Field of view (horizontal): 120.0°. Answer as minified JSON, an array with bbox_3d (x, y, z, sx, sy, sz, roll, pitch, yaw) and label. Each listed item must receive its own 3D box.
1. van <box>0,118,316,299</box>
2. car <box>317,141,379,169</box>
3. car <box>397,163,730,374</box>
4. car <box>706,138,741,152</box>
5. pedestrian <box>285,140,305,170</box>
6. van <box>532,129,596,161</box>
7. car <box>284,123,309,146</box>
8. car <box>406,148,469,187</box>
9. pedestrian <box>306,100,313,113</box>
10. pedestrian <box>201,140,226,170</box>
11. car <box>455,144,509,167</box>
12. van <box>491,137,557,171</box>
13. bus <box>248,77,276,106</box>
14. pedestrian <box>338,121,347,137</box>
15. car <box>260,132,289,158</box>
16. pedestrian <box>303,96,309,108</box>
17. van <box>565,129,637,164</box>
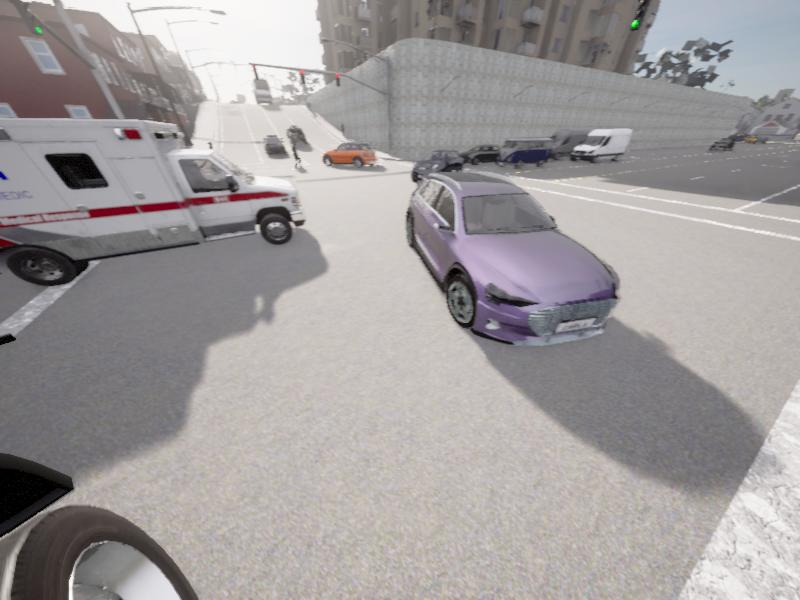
[{"bbox_3d":[-5.497,-2.164,4.794,6.366,2.431,2.351,-17,39,-22],"label":"van"},{"bbox_3d":[-4.268,-12.145,19.210,4.553,1.767,2.097,16,38,22],"label":"car"},{"bbox_3d":[1.423,-1.324,4.282,2.033,1.649,4.856,-7,36,-9],"label":"car"},{"bbox_3d":[48.992,-23.516,34.994,3.705,1.549,1.789,-17,39,-22],"label":"car"},{"bbox_3d":[-8.046,-11.168,17.768,0.751,1.860,0.751,30,46,35],"label":"pedestrian"},{"bbox_3d":[17.126,-16.249,24.185,5.915,2.561,1.988,-17,39,-23],"label":"van"},{"bbox_3d":[-13.874,-22.196,30.858,1.932,1.855,4.605,-17,47,-22],"label":"car"},{"bbox_3d":[2.147,-7.543,13.007,1.845,1.501,3.633,23,42,29],"label":"car"},{"bbox_3d":[-17.912,-38.322,45.789,0.751,1.860,0.751,-19,40,-24],"label":"pedestrian"},{"bbox_3d":[-14.049,-10.930,17.431,0.751,1.860,0.751,-17,39,-22],"label":"pedestrian"},{"bbox_3d":[7.136,-12.690,20.190,4.193,1.474,1.816,-17,39,-22],"label":"car"},{"bbox_3d":[9.525,-11.306,17.817,4.442,1.987,1.775,-18,39,-23],"label":"van"},{"bbox_3d":[-32.273,-48.313,53.898,3.944,4.253,10.273,-18,41,-23],"label":"bus"},{"bbox_3d":[-8.743,-26.048,35.209,0.751,1.860,0.751,-23,41,-28],"label":"pedestrian"},{"bbox_3d":[-13.789,-17.042,25.270,1.930,1.638,5.238,-18,45,-23],"label":"car"},{"bbox_3d":[-20.031,-42.101,49.197,0.751,1.860,0.751,-19,40,-25],"label":"pedestrian"},{"bbox_3d":[18.875,-14.483,21.721,5.915,2.561,1.988,-17,39,-22],"label":"van"}]
